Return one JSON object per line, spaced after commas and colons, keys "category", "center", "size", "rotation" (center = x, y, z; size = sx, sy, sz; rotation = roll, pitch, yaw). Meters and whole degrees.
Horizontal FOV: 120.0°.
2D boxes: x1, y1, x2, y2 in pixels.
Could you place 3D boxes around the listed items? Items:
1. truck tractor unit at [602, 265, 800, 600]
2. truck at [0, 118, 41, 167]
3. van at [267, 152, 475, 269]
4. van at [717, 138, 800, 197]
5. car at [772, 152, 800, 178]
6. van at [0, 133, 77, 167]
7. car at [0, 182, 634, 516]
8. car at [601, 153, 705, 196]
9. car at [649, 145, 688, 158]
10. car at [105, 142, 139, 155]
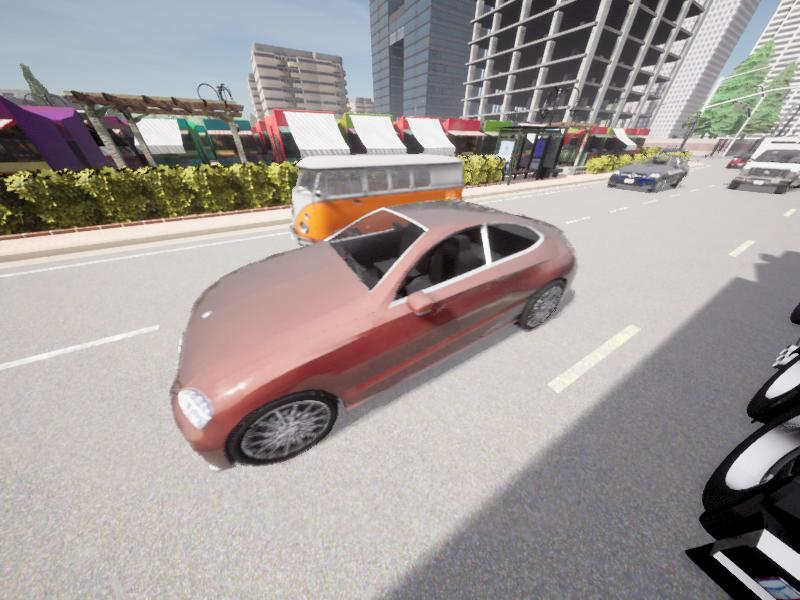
{"category": "truck tractor unit", "center": [5.112, -0.300, 0.779], "size": [6.516, 4.208, 3.053], "rotation": [-18, 39, -24]}
{"category": "truck", "center": [-39.846, -14.780, 21.579], "size": [2.891, 3.827, 8.468], "rotation": [-19, 39, -25]}
{"category": "van", "center": [-0.551, -2.545, 5.914], "size": [4.442, 1.987, 1.775], "rotation": [-18, 39, -24]}
{"category": "van", "center": [21.356, -7.560, 12.897], "size": [6.366, 2.431, 2.351], "rotation": [-18, 39, -24]}
{"category": "car", "center": [32.437, -10.806, 18.424], "size": [5.008, 1.535, 1.882], "rotation": [-18, 39, -24]}
{"category": "van", "center": [-37.010, -15.479, 23.726], "size": [1.988, 2.561, 5.915], "rotation": [-19, 39, -26]}
{"category": "car", "center": [0.158, -0.320, 3.039], "size": [5.027, 1.651, 2.152], "rotation": [-18, 39, -24]}
{"category": "car", "center": [14.276, -7.229, 13.074], "size": [5.027, 1.651, 2.152], "rotation": [-18, 39, -24]}
{"category": "car", "center": [44.860, -24.924, 38.690], "size": [1.789, 1.549, 3.705], "rotation": [-18, 39, -25]}
{"category": "car", "center": [-48.182, -26.417, 40.203], "size": [2.152, 1.651, 5.027], "rotation": [-17, 39, -24]}
